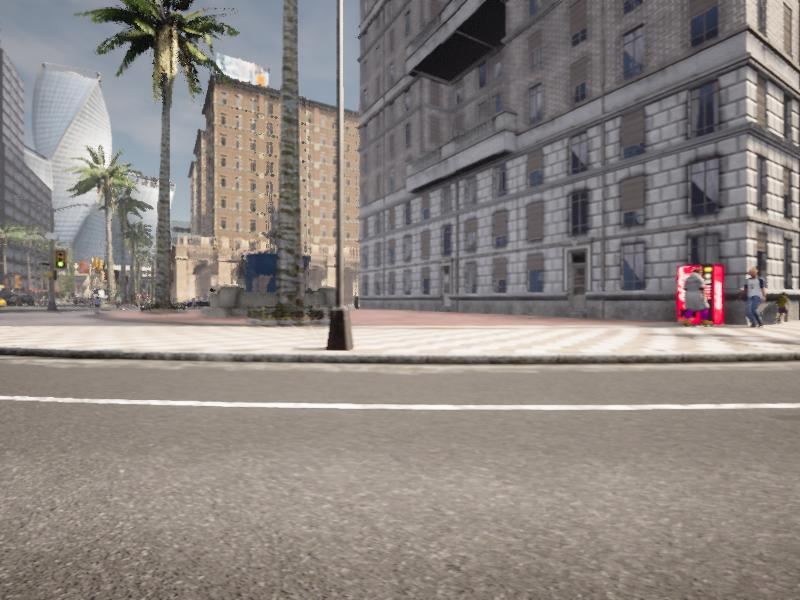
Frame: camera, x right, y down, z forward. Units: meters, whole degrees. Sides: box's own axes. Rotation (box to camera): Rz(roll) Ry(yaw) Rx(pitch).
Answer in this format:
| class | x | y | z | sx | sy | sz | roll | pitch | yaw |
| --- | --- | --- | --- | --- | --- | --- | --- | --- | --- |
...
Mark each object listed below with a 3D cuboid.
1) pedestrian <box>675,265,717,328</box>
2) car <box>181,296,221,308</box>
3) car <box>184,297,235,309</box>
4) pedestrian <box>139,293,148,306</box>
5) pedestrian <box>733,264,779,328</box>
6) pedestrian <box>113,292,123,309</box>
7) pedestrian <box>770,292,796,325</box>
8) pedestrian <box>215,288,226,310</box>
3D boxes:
| class | x | y | z | sx | sy | sz | roll | pitch | yaw |
| --- | --- | --- | --- | --- | --- | --- | --- | --- | --- |
| pedestrian | 9.133 | -0.108 | 12.361 | 0.751 | 1.860 | 0.751 | 0 | 0 | -9 |
| car | -25.265 | 0.260 | 50.790 | 4.514 | 1.525 | 2.007 | 0 | 0 | -29 |
| car | -22.888 | 0.325 | 48.089 | 5.357 | 1.411 | 2.033 | 0 | 0 | -31 |
| pedestrian | -35.479 | -0.080 | 55.334 | 0.751 | 1.860 | 0.751 | 0 | 0 | -3 |
| pedestrian | 10.711 | -0.108 | 12.047 | 0.751 | 1.860 | 0.751 | 0 | 0 | -16 |
| pedestrian | -29.923 | 0.064 | 42.457 | 0.751 | 1.860 | 0.751 | 0 | 0 | -28 |
| pedestrian | 13.128 | 0.273 | 13.718 | 0.500 | 1.100 | 0.500 | 0 | 0 | -25 |
| pedestrian | -15.286 | -0.094 | 34.022 | 0.751 | 1.860 | 0.751 | 0 | 0 | -35 |
